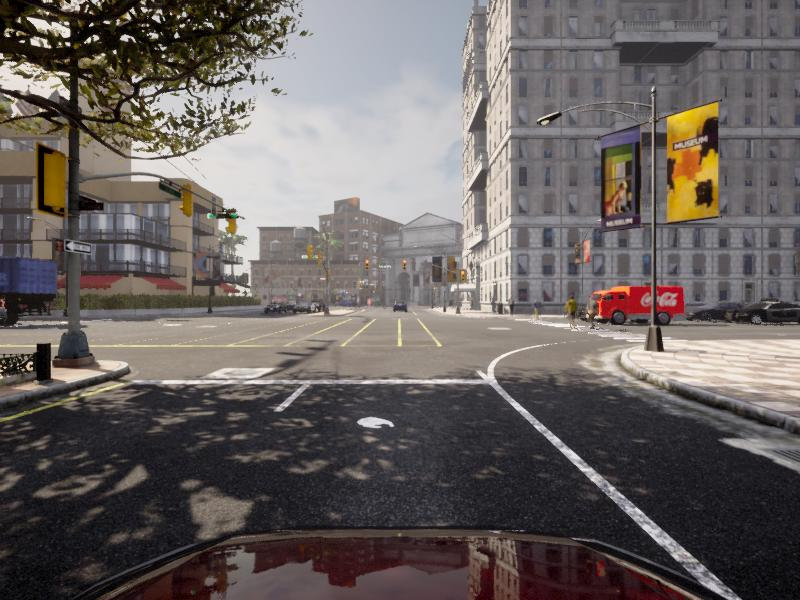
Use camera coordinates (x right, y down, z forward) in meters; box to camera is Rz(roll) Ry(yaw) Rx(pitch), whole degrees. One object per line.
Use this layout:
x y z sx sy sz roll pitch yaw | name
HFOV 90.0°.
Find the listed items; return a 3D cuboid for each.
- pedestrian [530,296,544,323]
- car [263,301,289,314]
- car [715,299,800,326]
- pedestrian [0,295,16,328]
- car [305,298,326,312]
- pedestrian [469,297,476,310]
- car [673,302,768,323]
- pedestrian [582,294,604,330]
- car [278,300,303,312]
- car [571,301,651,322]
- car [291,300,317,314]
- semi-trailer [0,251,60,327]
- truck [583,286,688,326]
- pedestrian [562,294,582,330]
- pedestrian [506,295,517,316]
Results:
9.551 0.637 27.968 0.751 1.860 0.751 0 0 4 | pedestrian
-14.984 0.852 48.417 1.970 1.475 3.806 0 0 0 | car
23.681 0.770 25.818 5.238 1.638 1.930 0 0 0 | car
-22.919 0.637 23.082 0.751 1.860 0.751 0 0 2 | pedestrian
-11.485 0.651 54.488 1.932 1.855 4.605 0 0 0 | car
9.834 0.484 54.526 0.751 1.860 0.751 0 0 -5 | pedestrian
23.388 0.894 29.321 5.357 1.411 2.033 0 0 0 | car
10.296 0.637 21.383 0.751 1.860 0.751 0 0 -6 | pedestrian
-14.985 0.770 55.106 1.930 1.638 5.238 0 0 0 | car
15.357 0.844 29.280 4.892 1.490 1.837 0 0 0 | car
-11.489 0.825 48.237 2.038 1.542 4.974 0 0 0 | car
-29.251 -0.623 25.065 14.254 4.402 2.717 0 0 4 | semi-trailer
14.982 0.359 25.775 5.204 2.467 2.627 0 0 0 | truck
9.178 0.638 21.372 0.751 1.860 0.751 0 0 4 | pedestrian
9.910 0.484 35.497 0.751 1.860 0.751 0 0 -2 | pedestrian
